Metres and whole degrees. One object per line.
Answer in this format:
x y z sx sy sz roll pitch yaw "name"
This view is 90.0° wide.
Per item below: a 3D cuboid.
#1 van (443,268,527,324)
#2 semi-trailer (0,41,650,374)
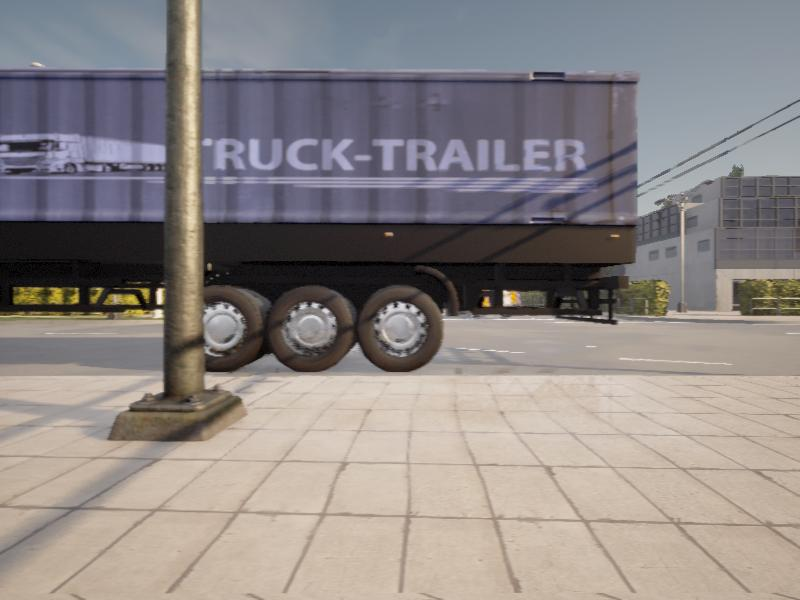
4.626 -0.214 23.141 2.351 2.431 6.366 -10 2 -8 "van"
-3.819 -1.218 6.648 14.254 4.402 2.717 0 0 0 "semi-trailer"
